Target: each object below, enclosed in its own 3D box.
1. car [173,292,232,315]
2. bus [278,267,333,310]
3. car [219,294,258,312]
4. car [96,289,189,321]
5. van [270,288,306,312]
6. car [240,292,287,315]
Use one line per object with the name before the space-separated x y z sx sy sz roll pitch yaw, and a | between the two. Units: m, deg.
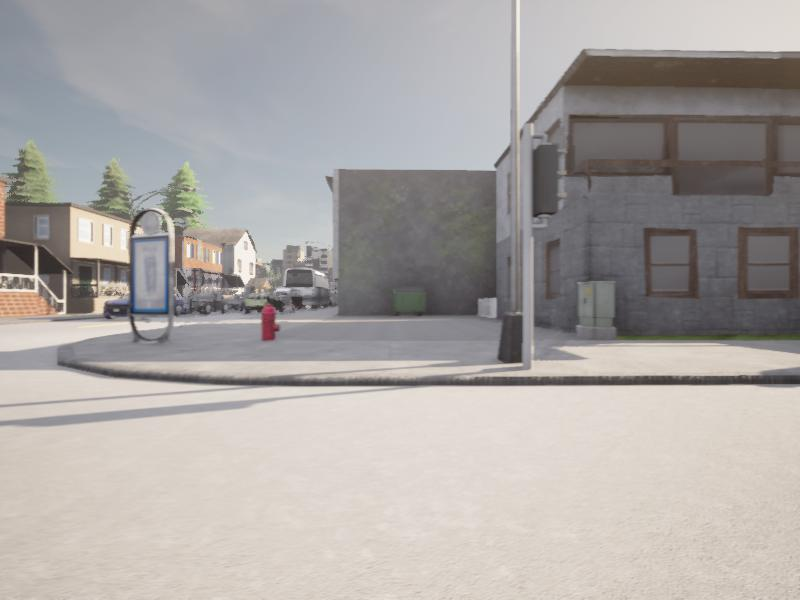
car | -13.812 0.245 28.358 1.837 1.490 4.892 0 0 -1
bus | -10.328 -1.130 45.089 3.944 4.253 10.273 0 0 -1
car | -13.963 0.256 34.809 1.816 1.474 4.193 0 0 -1
car | -13.652 0.222 21.657 1.882 1.535 5.008 0 0 -1
van | -9.990 -0.026 35.980 2.069 2.038 4.480 0 0 -1
car | -9.842 0.230 29.298 2.007 1.525 4.514 0 0 -1
